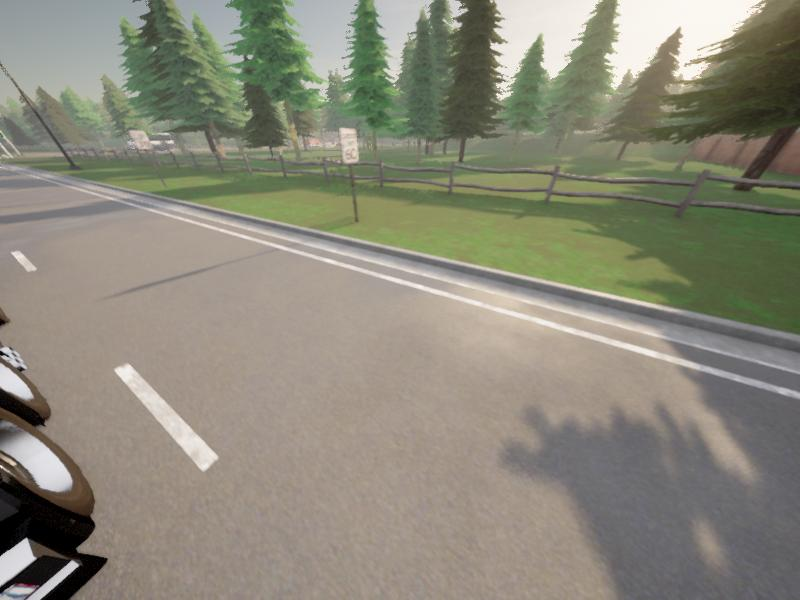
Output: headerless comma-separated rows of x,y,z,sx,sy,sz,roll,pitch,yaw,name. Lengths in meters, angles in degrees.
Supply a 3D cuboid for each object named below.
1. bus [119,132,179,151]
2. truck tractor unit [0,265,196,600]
-72.165,-45.793,66.808,3.944,4.253,10.273,18,39,24,bus
-5.111,-0.299,0.789,6.516,4.208,3.053,18,38,24,truck tractor unit
